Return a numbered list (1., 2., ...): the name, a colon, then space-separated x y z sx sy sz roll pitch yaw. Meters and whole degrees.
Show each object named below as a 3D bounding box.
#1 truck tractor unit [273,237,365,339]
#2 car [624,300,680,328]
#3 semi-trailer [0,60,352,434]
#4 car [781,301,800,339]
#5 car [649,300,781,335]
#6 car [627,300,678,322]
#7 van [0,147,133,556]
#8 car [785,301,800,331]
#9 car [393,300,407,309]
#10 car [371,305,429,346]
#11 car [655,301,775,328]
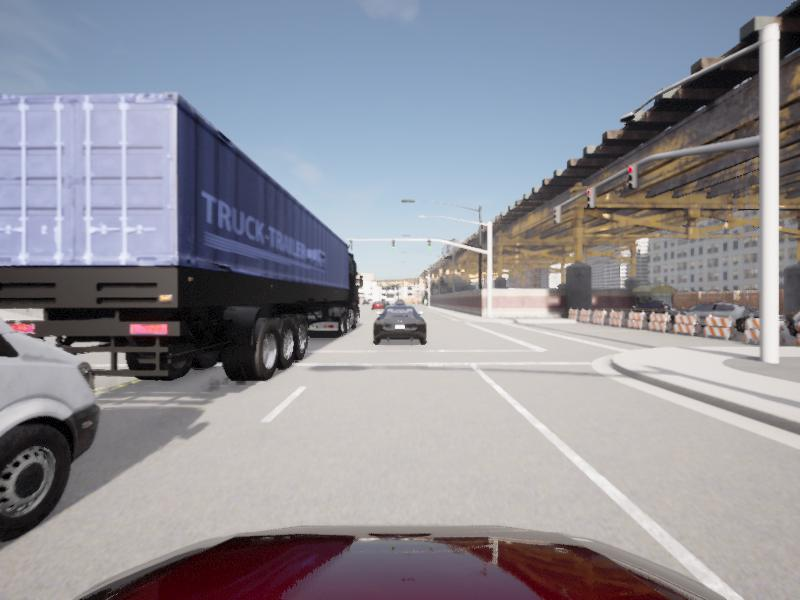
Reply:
1. truck tractor unit: -3.631 -0.522 19.770 3.053 4.208 6.516 0 0 1
2. car: 15.933 0.797 25.176 2.038 1.542 4.974 0 0 44
3. semi-trailer: -3.790 -0.616 11.860 2.717 4.402 14.254 0 0 1
4. car: 16.734 0.797 15.201 2.038 1.542 4.974 0 0 29
5. car: 15.944 0.797 20.568 2.038 1.542 4.974 0 0 -36
6. car: 15.969 0.640 25.214 1.853 1.218 4.536 0 0 44
7. van: -3.498 0.322 0.786 1.988 2.561 5.915 0 0 0
8. car: 16.759 0.639 15.247 1.853 1.218 4.536 0 0 29
9. car: 0.003 0.759 70.333 2.242 1.667 4.611 0 0 0
10. car: 0.000 0.908 15.936 1.994 1.385 4.181 0 0 0
11. car: 15.975 0.639 20.526 1.853 1.218 4.536 0 0 -36
